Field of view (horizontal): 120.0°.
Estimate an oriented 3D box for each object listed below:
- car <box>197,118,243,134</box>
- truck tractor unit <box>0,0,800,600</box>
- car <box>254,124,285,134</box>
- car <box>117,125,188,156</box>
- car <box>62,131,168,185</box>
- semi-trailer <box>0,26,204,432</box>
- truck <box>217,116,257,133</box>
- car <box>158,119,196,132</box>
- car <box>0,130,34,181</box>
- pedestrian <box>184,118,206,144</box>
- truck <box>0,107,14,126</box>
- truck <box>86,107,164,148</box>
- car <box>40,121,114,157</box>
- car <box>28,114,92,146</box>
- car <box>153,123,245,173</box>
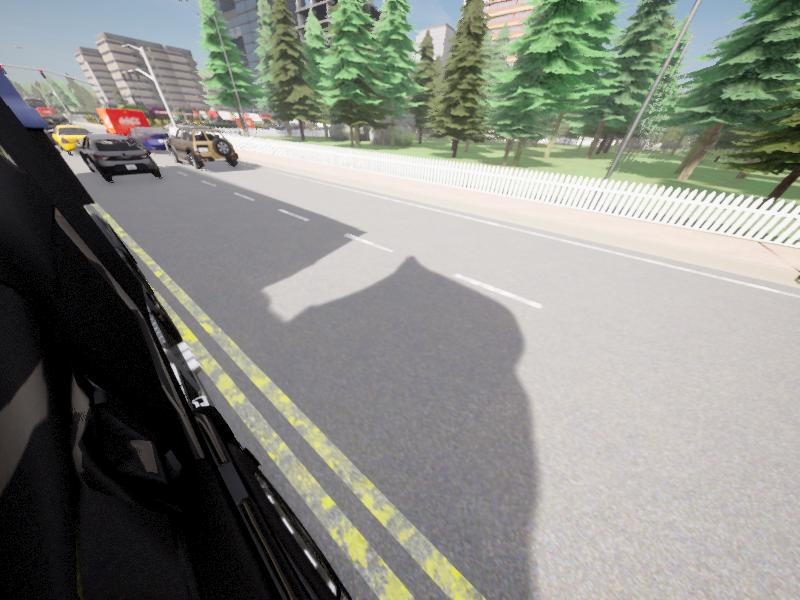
[{"bbox_3d":[-31.628,-30.721,40.842,2.150,2.045,5.566,25,42,27],"label":"car"},{"bbox_3d":[-2.645,-0.295,0.352,6.516,4.208,3.053,28,44,30],"label":"truck tractor unit"},{"bbox_3d":[-26.449,-34.692,46.913,2.038,1.542,4.974,25,42,27],"label":"car"},{"bbox_3d":[-17.946,-11.618,16.738,4.792,1.488,2.163,26,43,28],"label":"car"},{"bbox_3d":[-12.104,-6.145,9.829,4.193,1.474,1.816,26,43,28],"label":"car"},{"bbox_3d":[-8.841,-3.509,4.075,14.254,4.402,2.717,27,43,28],"label":"semi-trailer"},{"bbox_3d":[-31.829,-34.322,45.279,2.627,2.467,5.204,25,42,27],"label":"truck"},{"bbox_3d":[-37.581,-29.439,39.104,1.851,1.617,3.988,27,43,28],"label":"car"},{"bbox_3d":[-16.258,-5.554,8.764,3.806,1.475,1.970,26,42,28],"label":"car"},{"bbox_3d":[-18.767,-15.452,21.186,0.751,1.860,0.751,28,43,29],"label":"pedestrian"},{"bbox_3d":[-62.003,-28.162,35.057,5.204,2.467,2.627,26,43,28],"label":"truck"},{"bbox_3d":[-23.009,-14.481,19.398,5.204,2.467,2.627,26,43,28],"label":"truck"},{"bbox_3d":[-20.876,-10.450,14.902,5.366,1.575,1.801,26,43,28],"label":"car"},{"bbox_3d":[-27.151,-13.621,18.467,4.605,1.855,1.932,26,43,28],"label":"car"},{"bbox_3d":[-10.815,-8.319,12.475,4.605,1.855,1.932,26,42,28],"label":"car"}]
